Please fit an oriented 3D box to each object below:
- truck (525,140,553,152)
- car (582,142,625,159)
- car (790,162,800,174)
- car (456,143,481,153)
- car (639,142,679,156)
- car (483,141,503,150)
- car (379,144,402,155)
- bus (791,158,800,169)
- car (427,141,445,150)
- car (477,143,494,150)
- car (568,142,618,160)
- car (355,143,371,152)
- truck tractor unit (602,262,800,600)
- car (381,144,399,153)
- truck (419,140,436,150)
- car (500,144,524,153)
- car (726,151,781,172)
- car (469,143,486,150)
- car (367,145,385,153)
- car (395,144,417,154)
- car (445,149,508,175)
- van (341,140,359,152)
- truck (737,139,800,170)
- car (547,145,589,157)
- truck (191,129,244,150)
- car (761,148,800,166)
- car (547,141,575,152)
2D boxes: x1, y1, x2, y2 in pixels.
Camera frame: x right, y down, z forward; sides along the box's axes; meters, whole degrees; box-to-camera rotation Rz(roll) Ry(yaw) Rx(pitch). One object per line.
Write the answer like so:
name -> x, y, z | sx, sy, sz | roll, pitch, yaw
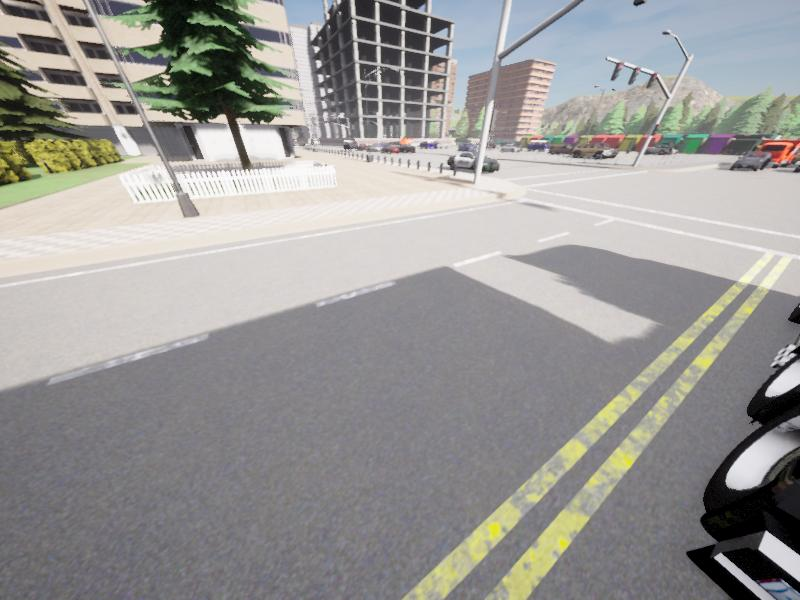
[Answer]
truck -> 30.021, -33.298, 49.994 | 2.069, 2.038, 4.478 | -18, 39, -24
car -> 28.876, -21.312, 32.938 | 1.905, 1.878, 3.866 | -18, 39, -24
car -> 37.056, -12.009, 20.131 | 5.027, 1.651, 2.152 | -18, 39, -24
car -> 14.427, -32.236, 48.806 | 2.242, 1.667, 4.611 | -18, 39, -24
car -> 45.868, -26.856, 41.038 | 1.905, 1.878, 3.866 | -18, 39, -24
car -> 24.795, -41.487, 61.882 | 1.932, 1.855, 4.605 | -18, 39, -24
car -> -1.841, -28.120, 43.085 | 2.163, 1.488, 4.792 | -18, 39, -24
bus -> 45.772, -15.686, 23.183 | 10.273, 4.253, 3.944 | -17, 38, -23
car -> 9.387, -40.700, 60.628 | 1.932, 1.855, 4.605 | -18, 39, -24
car -> 22.493, -40.533, 60.862 | 1.784, 1.438, 3.905 | -18, 39, -24
car -> 26.340, -20.526, 31.784 | 1.932, 1.855, 4.605 | -18, 39, -24
car -> -8.537, -34.722, 52.549 | 1.812, 1.442, 4.674 | -18, 39, -24
truck tractor unit -> 5.107, -0.304, 0.787 | 6.516, 4.208, 3.053 | -18, 39, -24
car -> -2.159, -32.401, 49.266 | 1.812, 1.442, 4.674 | -18, 39, -25
truck -> 6.913, -39.927, 59.333 | 2.069, 2.038, 4.478 | -18, 39, -24
car -> 22.512, -30.561, 46.592 | 1.970, 1.475, 3.806 | -18, 39, -24
car -> 32.814, -12.913, 21.477 | 3.633, 1.501, 1.845 | -18, 39, -24
car -> 19.983, -39.693, 59.690 | 1.970, 1.475, 3.806 | -18, 39, -24
car -> -5.036, -31.205, 47.654 | 1.895, 1.301, 4.718 | -18, 39, -24
car -> 1.094, -29.227, 44.651 | 1.882, 1.535, 5.008 | -18, 39, -25
car -> 6.385, -12.011, 19.967 | 2.038, 1.542, 4.974 | -18, 39, -24
van -> -10.742, -33.172, 49.768 | 2.069, 2.038, 4.480 | -18, 40, -25
truck -> 38.758, -15.161, 23.930 | 5.204, 2.467, 2.627 | -17, 38, -23
car -> 28.018, -25.088, 38.762 | 2.033, 1.415, 5.357 | -18, 39, -24
truck -> -41.547, -36.832, 53.127 | 8.468, 3.827, 2.891 | -18, 39, -24
car -> 45.301, -16.802, 27.119 | 5.366, 1.575, 1.801 | -17, 38, -23
car -> 37.116, -35.562, 53.470 | 1.932, 1.855, 4.605 | -18, 39, -24
